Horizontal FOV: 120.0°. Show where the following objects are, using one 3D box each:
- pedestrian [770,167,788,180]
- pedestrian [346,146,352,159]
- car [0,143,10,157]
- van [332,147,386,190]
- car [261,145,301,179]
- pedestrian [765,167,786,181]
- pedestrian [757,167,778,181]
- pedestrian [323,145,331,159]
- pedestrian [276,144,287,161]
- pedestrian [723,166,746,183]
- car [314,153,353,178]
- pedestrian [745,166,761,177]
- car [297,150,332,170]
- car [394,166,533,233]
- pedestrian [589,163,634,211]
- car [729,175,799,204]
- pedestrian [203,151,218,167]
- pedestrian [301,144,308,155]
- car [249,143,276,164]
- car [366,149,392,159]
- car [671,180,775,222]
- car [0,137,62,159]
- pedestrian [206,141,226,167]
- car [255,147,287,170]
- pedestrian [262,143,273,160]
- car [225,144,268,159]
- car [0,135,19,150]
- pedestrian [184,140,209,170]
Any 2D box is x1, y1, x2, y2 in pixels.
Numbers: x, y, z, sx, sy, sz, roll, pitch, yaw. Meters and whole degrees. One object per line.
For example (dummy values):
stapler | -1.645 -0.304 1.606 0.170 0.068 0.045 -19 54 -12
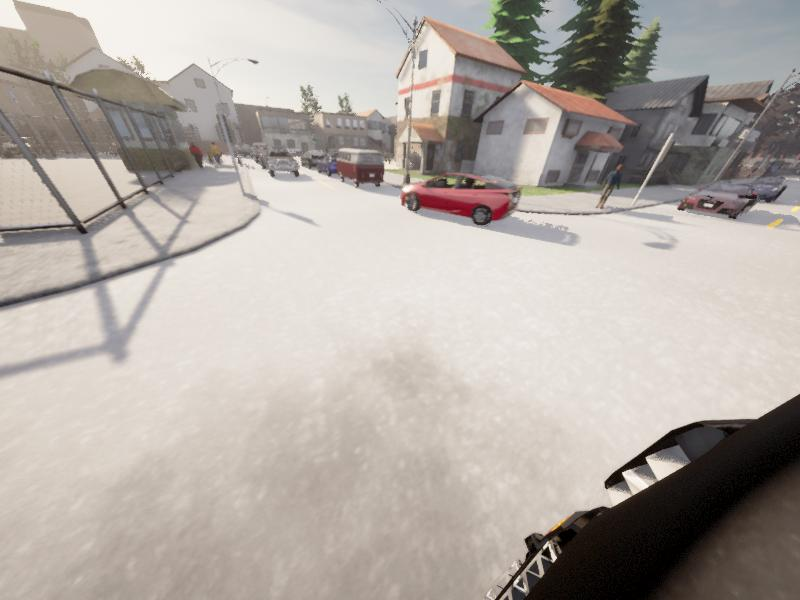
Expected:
pedestrian | 64.496 -21.520 39.323 0.751 1.860 0.751 -14 37 -24
pedestrian | -8.632 -25.075 39.298 0.751 1.860 0.751 -10 36 -19
car | -35.190 -12.329 18.371 2.242 1.667 4.611 -16 38 -26
van | -2.721 -8.592 14.952 1.775 1.987 4.442 -16 38 -26
car | -9.034 -10.501 17.468 1.932 1.855 4.605 -15 37 -24
pedestrian | 59.995 -20.113 36.879 0.751 1.860 0.751 -6 34 -13
pedestrian | 57.641 -19.819 36.262 0.751 1.860 0.751 -9 35 -17
pedestrian | -11.962 -24.325 37.918 0.751 1.860 0.751 7 34 7
pedestrian | -15.995 -19.915 31.158 0.751 1.860 0.751 -4 34 -9
pedestrian | 41.338 -15.536 28.583 0.751 1.860 0.751 -17 38 -27
car | -5.590 -11.178 19.113 1.816 1.474 4.193 -16 38 -26
pedestrian | 70.374 -25.694 46.067 0.751 1.860 0.751 1 33 -2
car | -8.851 -14.427 23.777 2.163 1.488 4.792 -16 38 -26
car | 2.192 -4.049 8.864 4.514 1.525 2.007 25 39 29
pedestrian | 9.608 -5.183 10.591 0.751 1.860 0.751 20 37 24
car | 25.973 -7.944 16.506 3.633 1.501 1.845 -16 38 -26
pedestrian | -16.218 -12.048 19.750 0.500 1.100 0.500 22 38 27
pedestrian | -18.797 -29.772 45.664 0.751 1.860 0.751 -24 42 -34
car | -16.054 -17.120 26.945 1.905 1.878 3.866 -17 38 -27
car | -4.395 -30.791 48.755 5.366 1.575 1.801 -17 38 -27
car | 16.169 -5.077 11.590 4.181 1.385 1.994 -16 38 -26
car | -32.819 -13.420 20.319 1.816 1.474 4.193 -16 38 -26
pedestrian | -15.888 -12.630 19.964 0.751 1.860 0.751 -20 40 -31
car | -12.501 -13.727 22.317 2.033 1.649 4.856 -15 38 -25
pedestrian | -18.046 -20.254 31.519 0.751 1.860 0.751 -17 38 -27
car | -22.175 -21.481 33.430 4.902 1.511 2.128 11 34 12
car | -48.645 -18.086 26.358 4.892 1.490 1.837 -16 38 -26
pedestrian | -15.243 -10.860 17.337 0.751 1.860 0.751 -14 37 -24
